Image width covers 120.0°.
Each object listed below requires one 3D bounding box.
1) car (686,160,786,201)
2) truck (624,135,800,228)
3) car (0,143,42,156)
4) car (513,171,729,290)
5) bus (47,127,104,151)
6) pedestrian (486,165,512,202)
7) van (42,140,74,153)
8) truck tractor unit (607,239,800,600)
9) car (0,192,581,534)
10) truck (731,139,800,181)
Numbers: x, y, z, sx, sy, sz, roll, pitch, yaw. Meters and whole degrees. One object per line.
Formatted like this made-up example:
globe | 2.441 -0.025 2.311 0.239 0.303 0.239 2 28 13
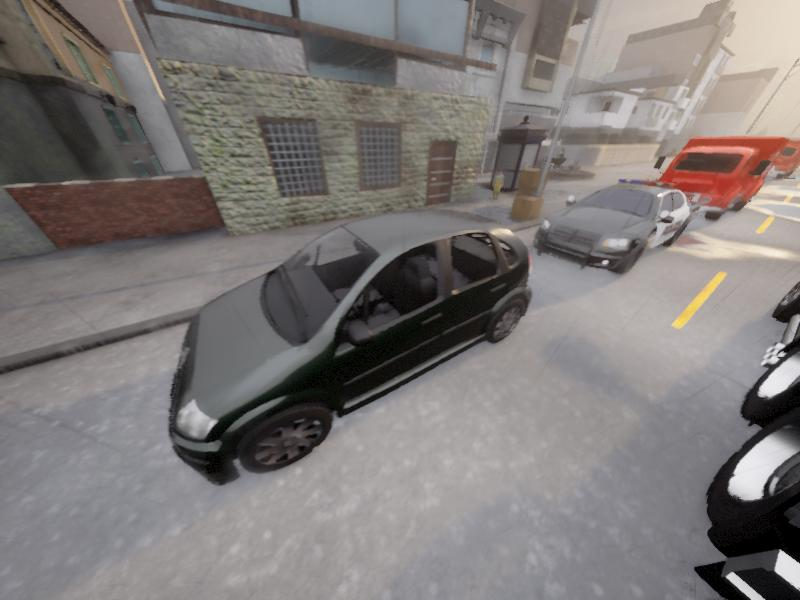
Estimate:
car | 18.054 -6.541 12.406 5.357 1.411 2.033 -20 39 -26
truck | 11.962 -4.794 8.883 5.204 2.467 2.627 -20 39 -26
car | -62.783 -24.933 38.190 2.033 1.649 4.856 -20 39 -26
car | 5.462 -2.068 5.725 4.974 1.542 2.038 -20 39 -26
bus | -75.944 -37.914 54.570 3.944 4.253 10.273 -20 39 -26
pedestrian | 4.284 -5.077 10.045 0.751 1.300 0.751 11 36 16
van | -69.963 -31.497 47.331 1.775 1.987 4.442 -20 39 -26
truck tractor unit | 5.068 -0.339 0.846 6.516 4.208 3.053 -20 39 -26
car | -0.226 -0.054 2.704 3.988 1.617 1.851 -20 39 -26
truck | 29.662 -11.167 18.212 5.204 2.467 2.627 -21 40 -26
